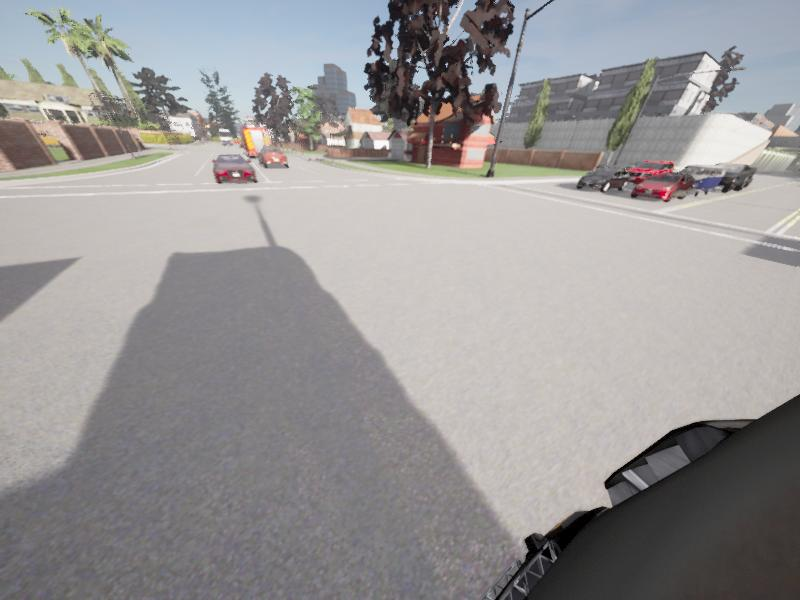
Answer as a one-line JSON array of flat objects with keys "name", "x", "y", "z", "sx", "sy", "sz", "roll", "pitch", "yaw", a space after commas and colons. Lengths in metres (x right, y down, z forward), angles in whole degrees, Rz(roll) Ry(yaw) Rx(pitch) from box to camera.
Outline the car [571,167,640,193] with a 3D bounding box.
[{"name": "car", "x": 15.516, "y": -9.130, "z": 17.435, "sx": 4.892, "sy": 1.490, "sz": 1.837, "roll": -16, "pitch": 38, "yaw": -26}]

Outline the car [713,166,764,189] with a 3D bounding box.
[{"name": "car", "x": 35.041, "y": -12.719, "z": 23.903, "sx": 3.866, "sy": 1.878, "sz": 1.905, "roll": -17, "pitch": 39, "yaw": -27}]

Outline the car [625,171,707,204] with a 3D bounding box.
[{"name": "car", "x": 17.069, "y": -7.343, "z": 14.845, "sx": 4.514, "sy": 1.525, "sz": 2.007, "roll": -16, "pitch": 38, "yaw": -26}]

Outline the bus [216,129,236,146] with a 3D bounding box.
[{"name": "bus", "x": -57.372, "y": -53.775, "z": 76.383, "sx": 3.944, "sy": 4.253, "sz": 10.273, "roll": -17, "pitch": 39, "yaw": -27}]

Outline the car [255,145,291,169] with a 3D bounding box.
[{"name": "car", "x": -12.507, "y": -14.078, "z": 22.647, "sx": 2.152, "sy": 1.651, "sz": 5.027, "roll": -17, "pitch": 39, "yaw": -27}]

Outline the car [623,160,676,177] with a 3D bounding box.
[{"name": "car", "x": 36.914, "y": -19.584, "z": 34.337, "sx": 1.932, "sy": 1.855, "sz": 4.605, "roll": -16, "pitch": 38, "yaw": -26}]

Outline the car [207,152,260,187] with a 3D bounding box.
[{"name": "car", "x": -9.887, "y": -7.856, "z": 13.762, "sx": 1.994, "sy": 1.385, "sz": 4.181, "roll": -18, "pitch": 39, "yaw": -28}]

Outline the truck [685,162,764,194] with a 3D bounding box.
[{"name": "truck", "x": 28.784, "y": -10.879, "z": 20.497, "sx": 6.274, "sy": 2.098, "sz": 2.390, "roll": -15, "pitch": 38, "yaw": -25}]

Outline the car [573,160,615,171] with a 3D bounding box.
[{"name": "car", "x": 35.397, "y": -24.714, "z": 42.344, "sx": 2.033, "sy": 1.411, "sz": 5.357, "roll": -16, "pitch": 38, "yaw": -26}]

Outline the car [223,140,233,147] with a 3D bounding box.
[{"name": "car", "x": -50.181, "y": -45.728, "z": 67.280, "sx": 1.801, "sy": 1.575, "sz": 5.366, "roll": -17, "pitch": 39, "yaw": -27}]

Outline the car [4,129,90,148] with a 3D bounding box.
[{"name": "car", "x": -41.760, "y": -19.234, "z": 27.631, "sx": 5.027, "sy": 1.636, "sz": 2.152, "roll": -17, "pitch": 38, "yaw": -27}]

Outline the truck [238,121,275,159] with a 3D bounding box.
[{"name": "truck", "x": -20.007, "y": -22.079, "z": 32.079, "sx": 2.891, "sy": 3.827, "sz": 8.468, "roll": -17, "pitch": 38, "yaw": -27}]

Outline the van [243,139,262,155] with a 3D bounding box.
[{"name": "van", "x": -24.827, "y": -25.649, "z": 38.731, "sx": 1.775, "sy": 1.987, "sz": 4.442, "roll": -19, "pitch": 39, "yaw": -29}]

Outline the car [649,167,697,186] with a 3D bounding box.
[{"name": "car", "x": 28.206, "y": -12.795, "z": 23.881, "sx": 3.806, "sy": 1.475, "sz": 1.970, "roll": -16, "pitch": 38, "yaw": -26}]

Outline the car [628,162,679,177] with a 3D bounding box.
[{"name": "car", "x": 39.673, "y": -20.569, "z": 36.349, "sx": 2.128, "sy": 1.511, "sz": 4.902, "roll": -16, "pitch": 38, "yaw": -26}]

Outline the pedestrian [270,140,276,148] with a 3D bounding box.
[{"name": "pedestrian", "x": -35.584, "y": -43.561, "z": 64.557, "sx": 0.751, "sy": 1.860, "sz": 0.751, "roll": 8, "pitch": 34, "yaw": 7}]

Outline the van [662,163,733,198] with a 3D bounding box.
[{"name": "van", "x": 22.356, "y": -9.048, "z": 17.378, "sx": 4.442, "sy": 1.987, "sz": 1.775, "roll": -16, "pitch": 38, "yaw": -26}]

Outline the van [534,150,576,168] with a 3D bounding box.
[{"name": "van", "x": 29.560, "y": -27.082, "z": 44.424, "sx": 1.988, "sy": 2.561, "sz": 5.915, "roll": -16, "pitch": 38, "yaw": -26}]

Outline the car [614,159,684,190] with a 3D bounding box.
[{"name": "car", "x": 22.155, "y": -11.232, "z": 20.580, "sx": 5.566, "sy": 2.045, "sz": 2.150, "roll": -16, "pitch": 38, "yaw": -26}]
